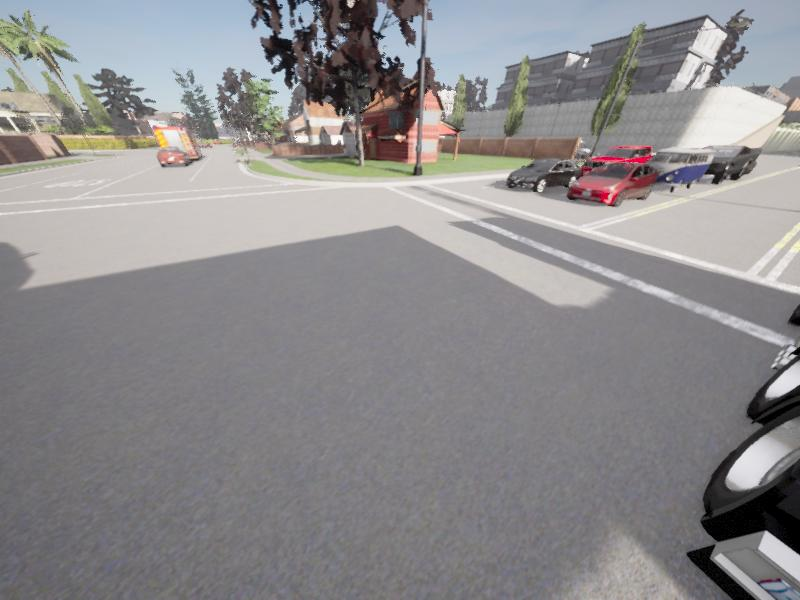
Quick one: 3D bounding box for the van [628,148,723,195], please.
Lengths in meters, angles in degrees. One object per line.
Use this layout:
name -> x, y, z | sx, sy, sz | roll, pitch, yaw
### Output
van -> 15.486, -7.360, 13.029 | 4.442, 1.987, 1.775 | -18, 39, -24

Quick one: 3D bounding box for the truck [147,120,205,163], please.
truck -> -26.942, -19.389, 28.367 | 2.891, 3.827, 8.468 | -19, 39, -26

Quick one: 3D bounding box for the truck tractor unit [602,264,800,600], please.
truck tractor unit -> 5.111, -0.298, 0.792 | 6.516, 4.208, 3.053 | -18, 39, -24

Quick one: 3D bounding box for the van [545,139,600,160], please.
van -> 25.916, -22.960, 35.114 | 1.988, 2.561, 5.915 | -18, 39, -25

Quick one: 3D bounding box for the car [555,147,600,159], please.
car -> 28.581, -23.830, 37.397 | 2.033, 1.411, 5.357 | -18, 39, -25

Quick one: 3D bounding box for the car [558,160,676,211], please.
car -> 9.754, -5.307, 10.423 | 4.514, 1.525, 2.007 | -18, 39, -24

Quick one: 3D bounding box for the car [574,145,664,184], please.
car -> 15.284, -9.596, 16.195 | 5.566, 2.045, 2.150 | -18, 39, -24

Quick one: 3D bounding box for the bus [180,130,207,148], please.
bus -> -61.770, -48.369, 69.430 | 3.944, 4.253, 10.273 | -19, 39, -26

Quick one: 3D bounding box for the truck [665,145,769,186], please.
truck -> 21.918, -9.438, 15.982 | 6.274, 2.098, 2.390 | -17, 39, -24

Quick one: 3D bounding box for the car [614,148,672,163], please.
car -> 32.827, -19.735, 31.431 | 2.128, 1.511, 4.902 | -18, 39, -25

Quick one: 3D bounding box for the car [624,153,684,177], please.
car -> 21.077, -11.307, 19.212 | 3.806, 1.475, 1.970 | -18, 39, -25

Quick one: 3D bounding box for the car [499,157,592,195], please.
car -> 8.202, -7.094, 13.013 | 4.892, 1.490, 1.837 | -18, 39, -25

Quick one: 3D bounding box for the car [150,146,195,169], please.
car -> -22.488, -14.330, 23.049 | 2.152, 1.651, 5.027 | -19, 39, -26
